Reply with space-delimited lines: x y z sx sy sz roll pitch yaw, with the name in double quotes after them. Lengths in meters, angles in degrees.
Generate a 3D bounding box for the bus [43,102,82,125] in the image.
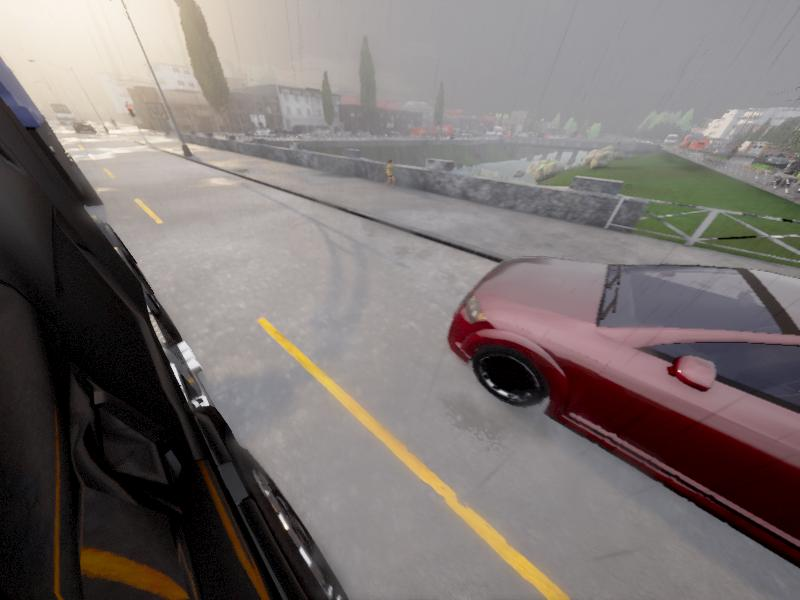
-87.614 -48.289 59.999 10.273 4.253 3.944 28 44 30 "bus"

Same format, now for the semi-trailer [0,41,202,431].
-8.712 -3.579 4.239 14.254 4.402 2.717 28 43 30 "semi-trailer"

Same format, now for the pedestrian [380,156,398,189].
-0.446 -5.272 9.562 0.500 1.100 0.500 28 44 30 "pedestrian"

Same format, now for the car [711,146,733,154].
76.313 -35.609 54.774 1.994 1.385 4.181 28 44 30 "car"

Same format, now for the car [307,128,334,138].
-17.200 -36.417 50.287 2.152 1.651 5.027 28 44 30 "car"

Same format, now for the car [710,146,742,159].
55.851 -25.422 39.720 2.038 1.542 4.974 28 44 30 "car"

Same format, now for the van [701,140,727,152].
83.863 -41.172 61.817 2.351 2.431 6.366 28 44 30 "van"

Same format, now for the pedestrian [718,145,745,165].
37.298 -16.370 26.032 0.751 1.860 0.751 27 43 29 "pedestrian"

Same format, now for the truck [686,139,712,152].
74.397 -38.432 57.555 2.627 2.467 5.204 28 44 30 "truck"

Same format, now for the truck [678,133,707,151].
84.049 -45.559 66.561 2.891 3.827 8.468 28 44 30 "truck"

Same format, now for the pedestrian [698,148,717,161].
40.329 -19.085 30.328 0.751 1.300 0.751 10 37 11 "pedestrian"

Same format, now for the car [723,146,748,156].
68.997 -30.650 47.602 1.816 1.474 4.193 28 44 30 "car"

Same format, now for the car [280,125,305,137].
-21.362 -33.671 46.127 1.905 1.878 3.866 28 44 30 "car"

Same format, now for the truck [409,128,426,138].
5.411 -52.212 72.129 2.627 2.467 5.204 28 44 30 "truck"

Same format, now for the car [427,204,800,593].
2.587 0.516 1.938 4.181 1.385 1.994 28 44 30 "car"

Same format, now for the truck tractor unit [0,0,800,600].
-2.645 -0.295 0.352 6.516 4.208 3.053 28 44 30 "truck tractor unit"

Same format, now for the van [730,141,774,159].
63.371 -27.175 41.803 2.351 2.431 6.366 28 44 30 "van"

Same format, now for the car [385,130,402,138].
-1.751 -46.992 65.391 1.930 1.638 5.238 28 44 30 "car"

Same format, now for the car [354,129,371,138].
-9.287 -41.830 58.039 1.851 1.617 3.988 28 44 30 "car"

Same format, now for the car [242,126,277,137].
-25.523 -30.662 42.141 2.038 1.542 4.974 28 44 30 "car"

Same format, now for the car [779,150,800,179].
34.385 -10.938 18.610 2.150 2.045 5.566 28 44 30 "car"

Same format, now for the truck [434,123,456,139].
14.866 -55.487 75.941 2.891 3.827 8.468 28 44 30 "truck"

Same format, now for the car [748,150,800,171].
41.449 -15.592 25.650 1.851 1.617 3.988 28 44 30 "car"

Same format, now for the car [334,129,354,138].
-13.103 -39.222 54.310 1.851 1.617 3.988 28 44 30 "car"
